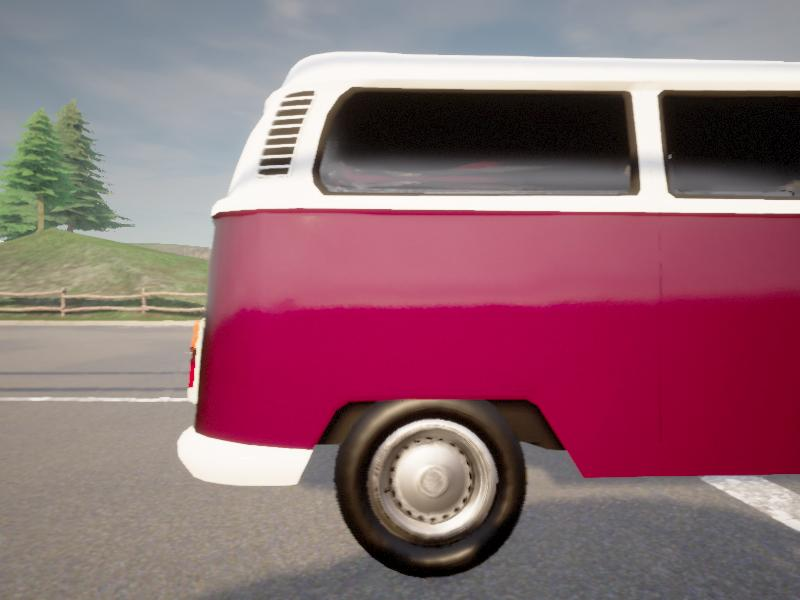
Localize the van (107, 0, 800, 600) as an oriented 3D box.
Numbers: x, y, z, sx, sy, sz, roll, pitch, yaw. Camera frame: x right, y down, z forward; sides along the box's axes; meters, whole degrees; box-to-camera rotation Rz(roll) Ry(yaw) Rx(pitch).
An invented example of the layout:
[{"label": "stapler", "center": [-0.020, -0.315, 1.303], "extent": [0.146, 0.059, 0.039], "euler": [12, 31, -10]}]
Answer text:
[{"label": "van", "center": [1.371, -0.026, 2.249], "extent": [4.480, 2.038, 2.069], "euler": [0, 0, -2]}]

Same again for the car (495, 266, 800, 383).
[{"label": "car", "center": [4.431, 0.301, 6.270], "extent": [5.357, 1.411, 2.033], "euler": [0, 0, -10]}]

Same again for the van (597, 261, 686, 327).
[{"label": "van", "center": [10.930, -0.259, 18.688], "extent": [1.988, 2.561, 5.915], "euler": [1, 1, 15]}]

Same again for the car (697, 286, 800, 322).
[{"label": "car", "center": [18.171, 0.187, 20.656], "extent": [2.242, 1.667, 4.611], "euler": [1, 0, 1]}]

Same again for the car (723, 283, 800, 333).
[{"label": "car", "center": [12.744, 0.248, 13.798], "extent": [1.845, 1.501, 3.633], "euler": [0, 0, 29]}]
